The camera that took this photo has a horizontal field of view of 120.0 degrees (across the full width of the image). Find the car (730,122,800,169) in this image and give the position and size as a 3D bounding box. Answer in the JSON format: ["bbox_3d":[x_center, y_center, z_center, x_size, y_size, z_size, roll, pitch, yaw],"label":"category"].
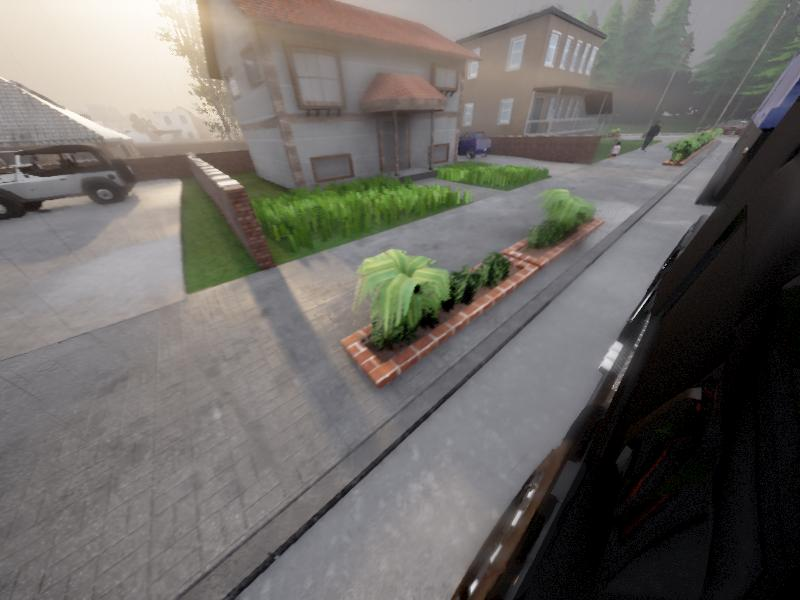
[{"bbox_3d":[19.203,-8.031,11.848,5.238,1.638,1.930,-28,43,-30],"label":"car"}]

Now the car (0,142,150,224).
[{"bbox_3d":[-11.665,-4.083,7.814,3.866,1.878,1.905,-28,43,-30],"label":"car"}]

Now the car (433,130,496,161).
[{"bbox_3d":[4.303,-10.681,15.914,1.845,1.501,3.633,-28,43,-30],"label":"car"}]

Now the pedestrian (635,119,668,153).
[{"bbox_3d":[17.652,-11.530,16.267,0.751,1.860,0.751,-28,43,-30],"label":"pedestrian"}]

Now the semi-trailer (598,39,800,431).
[{"bbox_3d":[8.682,-3.608,4.255,14.254,4.402,2.717,-28,43,-30],"label":"semi-trailer"}]

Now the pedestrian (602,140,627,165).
[{"bbox_3d":[11.683,-8.045,12.605,0.500,1.100,0.500,-29,44,-30],"label":"pedestrian"}]

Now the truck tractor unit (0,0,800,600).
[{"bbox_3d":[2.645,-0.295,0.351,6.516,4.208,3.053,-28,44,-30],"label":"truck tractor unit"}]

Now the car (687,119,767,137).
[{"bbox_3d":[37.341,-19.791,26.627,2.163,1.488,4.792,-9,37,-8],"label":"car"}]
